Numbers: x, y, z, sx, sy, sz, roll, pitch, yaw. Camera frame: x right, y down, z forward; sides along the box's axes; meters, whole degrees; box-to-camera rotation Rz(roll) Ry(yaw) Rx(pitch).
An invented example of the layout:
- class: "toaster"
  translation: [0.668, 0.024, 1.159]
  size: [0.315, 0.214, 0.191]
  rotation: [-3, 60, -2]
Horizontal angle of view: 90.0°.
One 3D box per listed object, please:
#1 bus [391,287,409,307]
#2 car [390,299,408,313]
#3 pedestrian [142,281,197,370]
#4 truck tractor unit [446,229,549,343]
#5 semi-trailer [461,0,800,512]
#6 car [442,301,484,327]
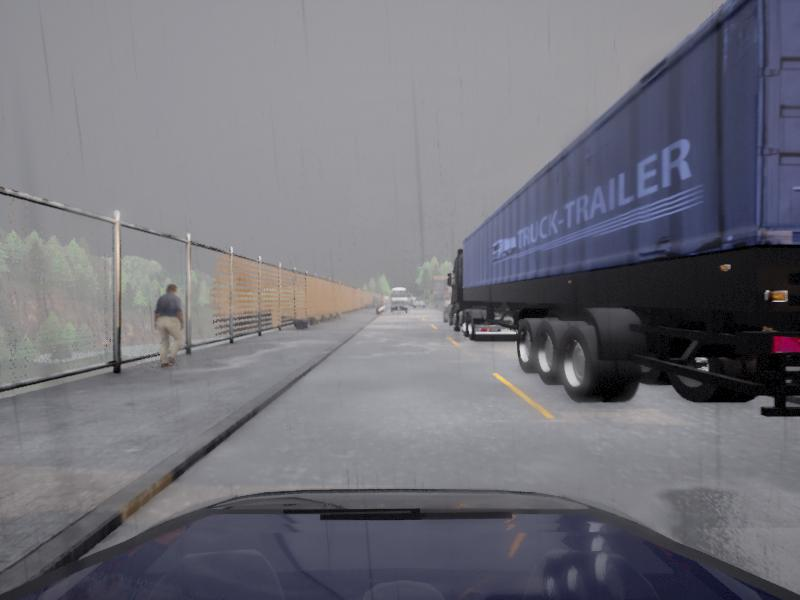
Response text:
- class: "bus"
  translation: [-0.056, -0.560, 90.291]
  size: [3.944, 4.253, 10.273]
  rotation: [0, 0, 0]
- class: "car"
  translation: [-0.098, 0.769, 49.890]
  size: [2.152, 1.651, 5.027]
  rotation: [0, 0, 0]
- class: "pedestrian"
  translation: [-5.020, 0.531, 8.754]
  size: [0.751, 1.860, 0.751]
  rotation: [0, 0, 4]
- class: "truck tractor unit"
  translation: [3.962, -0.519, 18.008]
  size: [3.053, 4.208, 6.516]
  rotation: [0, 0, 0]
- class: "semi-trailer"
  translation: [3.981, -0.620, 10.096]
  size: [2.717, 4.402, 14.254]
  rotation: [0, 0, 0]
- class: "car"
  translation: [3.948, 0.817, 25.793]
  size: [1.882, 1.535, 5.008]
  rotation: [0, 0, 0]
